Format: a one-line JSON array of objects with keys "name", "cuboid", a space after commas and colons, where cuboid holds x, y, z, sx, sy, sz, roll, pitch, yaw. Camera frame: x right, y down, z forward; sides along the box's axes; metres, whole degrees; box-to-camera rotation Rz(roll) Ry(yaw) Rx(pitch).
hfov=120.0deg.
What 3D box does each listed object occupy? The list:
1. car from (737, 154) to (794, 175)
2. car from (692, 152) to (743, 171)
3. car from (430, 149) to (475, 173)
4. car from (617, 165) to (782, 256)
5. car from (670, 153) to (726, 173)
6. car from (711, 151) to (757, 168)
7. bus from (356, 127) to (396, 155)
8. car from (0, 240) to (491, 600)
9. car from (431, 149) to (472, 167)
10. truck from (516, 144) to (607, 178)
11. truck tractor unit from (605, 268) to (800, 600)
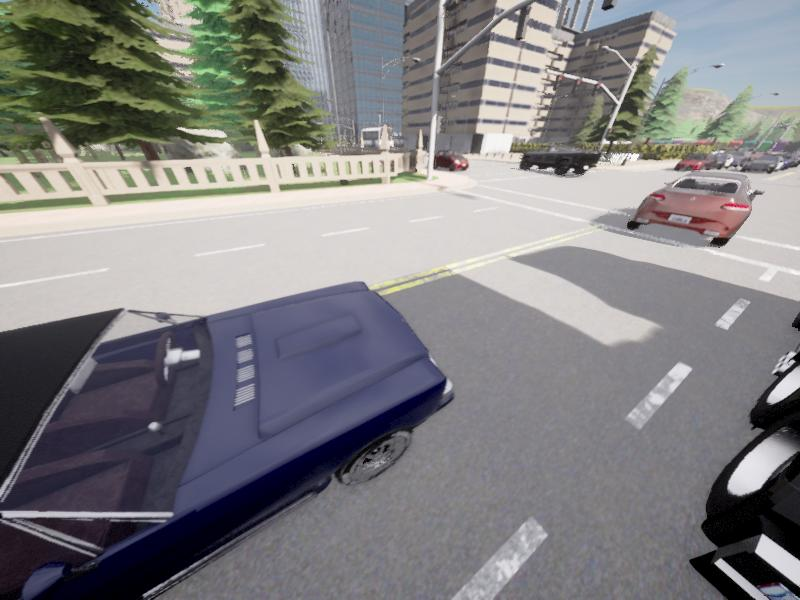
[{"name": "car", "cuboid": [36.530, -13.647, 23.095, 4.974, 1.542, 2.038, -18, 39, -24]}, {"name": "car", "cuboid": [35.720, -15.683, 26.024, 4.974, 1.542, 2.038, -18, 39, -24]}, {"name": "car", "cuboid": [4.817, -13.255, 21.902, 1.851, 1.617, 3.988, -16, 38, -23]}, {"name": "car", "cuboid": [9.464, -3.124, 7.327, 5.027, 1.651, 2.152, -23, 41, -30]}, {"name": "car", "cuboid": [30.273, -13.999, 23.497, 4.514, 1.525, 2.007, -16, 38, -23]}, {"name": "car", "cuboid": [41.763, -17.634, 28.865, 4.856, 1.649, 2.033, -18, 39, -24]}, {"name": "bus", "cuboid": [-4.945, -32.162, 46.734, 3.944, 4.253, 10.273, -18, 39, -24]}, {"name": "car", "cuboid": [-1.929, 0.913, 1.578, 4.718, 1.301, 1.895, -18, 39, -24]}, {"name": "car", "cuboid": [5.768, -16.322, 26.496, 1.812, 1.442, 4.674, -17, 39, -24]}, {"name": "truck", "cuboid": [13.708, -12.386, 20.370, 2.390, 2.098, 6.274, -9, 36, -15]}, {"name": "truck tractor unit", "cuboid": [5.103, -0.303, 0.829, 6.516, 4.208, 3.053, -18, 36, -24]}]
